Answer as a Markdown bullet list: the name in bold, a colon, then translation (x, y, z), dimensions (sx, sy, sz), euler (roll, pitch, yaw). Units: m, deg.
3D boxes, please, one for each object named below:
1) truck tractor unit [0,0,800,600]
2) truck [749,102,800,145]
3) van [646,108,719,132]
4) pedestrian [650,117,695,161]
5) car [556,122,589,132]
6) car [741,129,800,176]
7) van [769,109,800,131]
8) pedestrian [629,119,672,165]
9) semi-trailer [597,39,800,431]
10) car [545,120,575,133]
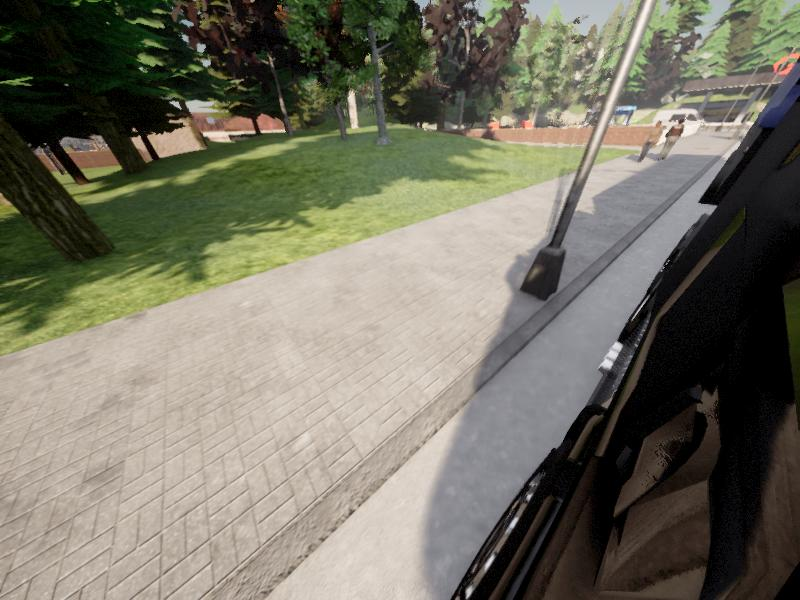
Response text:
- **truck tractor unit**: translation (2.645, -0.295, 0.351), dimensions (6.516, 4.208, 3.053), euler (-28, 44, -30)
- **truck**: translation (30.069, -13.574, 17.734), dimensions (5.204, 2.467, 2.627), euler (-27, 43, -29)
- **van**: translation (40.462, -25.869, 33.369), dimensions (1.988, 2.561, 5.915), euler (-24, 42, -26)
- **pedestrian**: translation (14.493, -8.538, 12.320), dimensions (0.751, 1.860, 0.751), euler (-29, 44, -31)
- **car**: translation (34.051, -34.113, 45.654), dimensions (1.812, 1.442, 4.674), euler (-27, 43, -29)
- **car**: translation (17.271, -6.537, 10.103), dimensions (4.181, 1.385, 1.994), euler (-26, 43, -28)
- **van**: translation (46.201, -20.463, 26.231), dimensions (2.069, 2.038, 4.480), euler (13, 39, 17)
- **pedestrian**: translation (12.689, -8.017, 11.742), dimensions (0.751, 1.860, 0.751), euler (29, 47, 35)
- **semi-trailer**: translation (8.711, -3.602, 4.207), dimensions (14.254, 4.402, 2.717), euler (-28, 44, -30)
- **car**: translation (30.427, -33.035, 44.080), dimensions (1.905, 1.878, 3.866), euler (-27, 43, -29)
